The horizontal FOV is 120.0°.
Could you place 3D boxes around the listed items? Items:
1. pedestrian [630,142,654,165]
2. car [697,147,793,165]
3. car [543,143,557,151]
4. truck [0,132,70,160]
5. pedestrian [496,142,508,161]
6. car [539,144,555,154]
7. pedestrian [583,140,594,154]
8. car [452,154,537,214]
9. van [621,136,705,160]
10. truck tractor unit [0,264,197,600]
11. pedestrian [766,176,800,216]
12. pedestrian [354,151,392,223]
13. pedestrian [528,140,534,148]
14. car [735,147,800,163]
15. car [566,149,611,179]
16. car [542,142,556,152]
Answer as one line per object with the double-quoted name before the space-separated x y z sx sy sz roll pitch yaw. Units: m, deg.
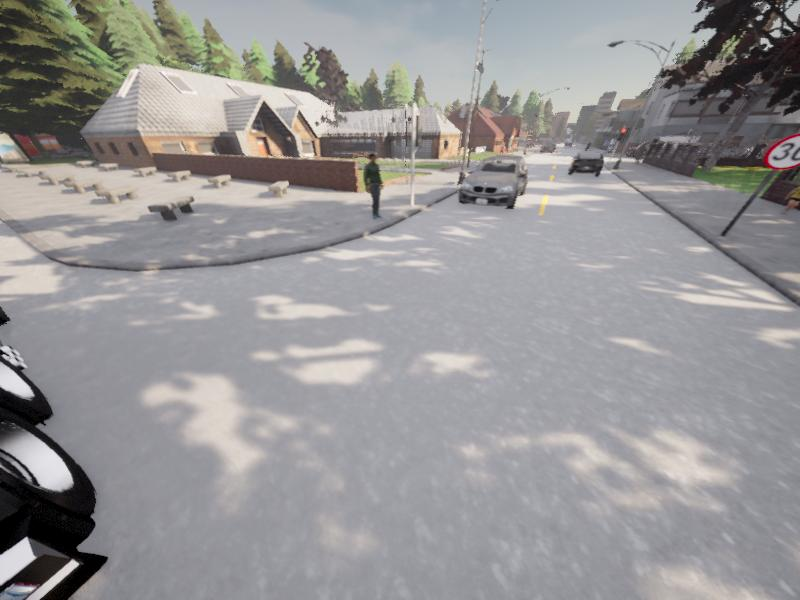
"pedestrian" 23.339 -14.176 22.313 0.751 1.860 0.751 18 39 24
"car" 36.550 -15.543 24.791 5.357 1.411 2.033 19 39 26
"car" 33.611 -34.370 51.793 2.163 1.488 4.792 18 39 24
"truck" -68.058 -27.888 41.712 2.891 3.827 8.468 18 39 24
"pedestrian" 11.849 -17.238 26.813 0.751 1.860 0.751 19 39 26
"car" 26.844 -27.564 42.171 1.994 1.385 4.181 18 39 24
"pedestrian" 31.515 -25.572 38.636 0.751 1.860 0.751 25 42 31
"car" 4.248 -5.279 10.090 2.242 1.667 4.611 18 39 25
"van" 33.346 -19.580 29.714 6.366 2.431 2.351 18 39 25
"truck tractor unit" -5.111 -0.301 0.781 6.516 4.208 3.053 18 39 24
"pedestrian" 13.175 -3.458 7.669 0.500 1.100 0.500 18 39 25
"pedestrian" -0.786 -3.496 7.166 0.751 1.860 0.751 -25 42 -31
"pedestrian" 35.642 -42.501 62.900 0.751 1.860 0.751 18 39 24
"car" 41.984 -16.245 25.836 4.718 1.301 1.895 19 39 25
"car" 13.988 -10.371 17.434 1.882 1.535 5.008 18 39 25
"car" 30.326 -31.163 47.103 1.851 1.617 3.988 18 39 25
